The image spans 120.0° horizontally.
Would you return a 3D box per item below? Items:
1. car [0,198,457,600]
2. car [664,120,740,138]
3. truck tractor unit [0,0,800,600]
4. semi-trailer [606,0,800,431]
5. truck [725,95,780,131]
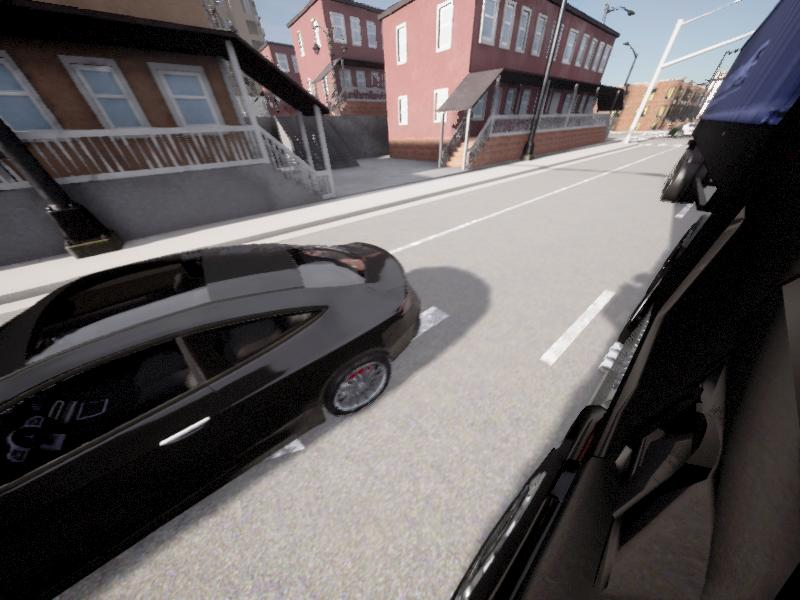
[{"bbox_3d":[-1.910,0.567,1.809,4.674,1.442,1.812,-26,43,-28],"label":"car"},{"bbox_3d":[34.738,-19.859,26.885,4.974,1.542,2.038,22,43,29],"label":"car"},{"bbox_3d":[2.645,-0.295,0.351,6.516,4.208,3.053,-28,44,-30],"label":"truck tractor unit"},{"bbox_3d":[8.267,-3.861,4.620,2.717,4.402,14.254,29,47,35],"label":"semi-trailer"},{"bbox_3d":[54.115,-28.578,35.456,8.468,3.827,2.891,-27,43,-29],"label":"truck"}]
